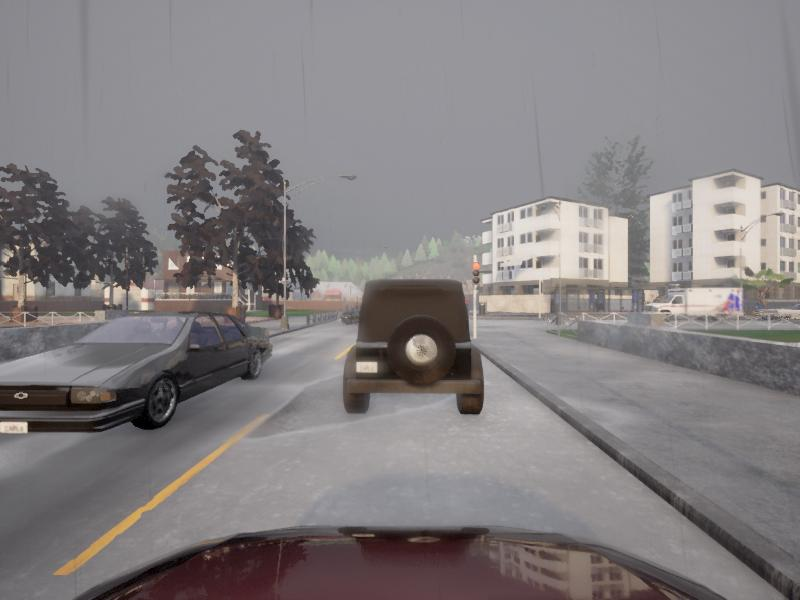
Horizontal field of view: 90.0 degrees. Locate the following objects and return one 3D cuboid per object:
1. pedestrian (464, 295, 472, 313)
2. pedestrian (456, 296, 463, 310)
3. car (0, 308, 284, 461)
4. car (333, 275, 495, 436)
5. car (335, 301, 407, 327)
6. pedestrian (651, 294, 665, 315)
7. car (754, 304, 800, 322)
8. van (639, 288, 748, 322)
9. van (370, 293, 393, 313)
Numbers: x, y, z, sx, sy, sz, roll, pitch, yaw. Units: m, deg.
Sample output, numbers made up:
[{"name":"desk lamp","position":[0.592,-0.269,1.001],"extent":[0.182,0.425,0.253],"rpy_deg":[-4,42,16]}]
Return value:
[{"name":"pedestrian","position":[7.361,0.418,43.209],"extent":[0.751,1.860,0.751],"rpy_deg":[0,0,6]},{"name":"pedestrian","position":[7.742,0.417,52.010],"extent":[0.751,1.860,0.751],"rpy_deg":[0,0,1]},{"name":"car","position":[-3.801,0.895,6.681],"extent":[2.033,1.411,5.357],"rpy_deg":[0,0,2]},{"name":"car","position":[0.220,0.646,6.640],"extent":[1.905,1.878,3.866],"rpy_deg":[0,0,2]},{"name":"car","position":[-1.761,0.844,25.834],"extent":[1.837,1.490,4.892],"rpy_deg":[-2,-1,37]},{"name":"pedestrian","position":[23.077,0.417,35.787],"extent":[0.751,1.860,0.751],"rpy_deg":[0,0,4]},{"name":"car","position":[29.417,0.944,29.621],"extent":[4.718,1.301,1.895],"rpy_deg":[0,0,2]},{"name":"van","position":[21.752,0.378,29.883],"extent":[6.366,2.431,2.351],"rpy_deg":[0,0,2]},{"name":"van","position":[-2.300,0.379,51.361],"extent":[2.351,2.431,6.366],"rpy_deg":[0,0,2]}]
